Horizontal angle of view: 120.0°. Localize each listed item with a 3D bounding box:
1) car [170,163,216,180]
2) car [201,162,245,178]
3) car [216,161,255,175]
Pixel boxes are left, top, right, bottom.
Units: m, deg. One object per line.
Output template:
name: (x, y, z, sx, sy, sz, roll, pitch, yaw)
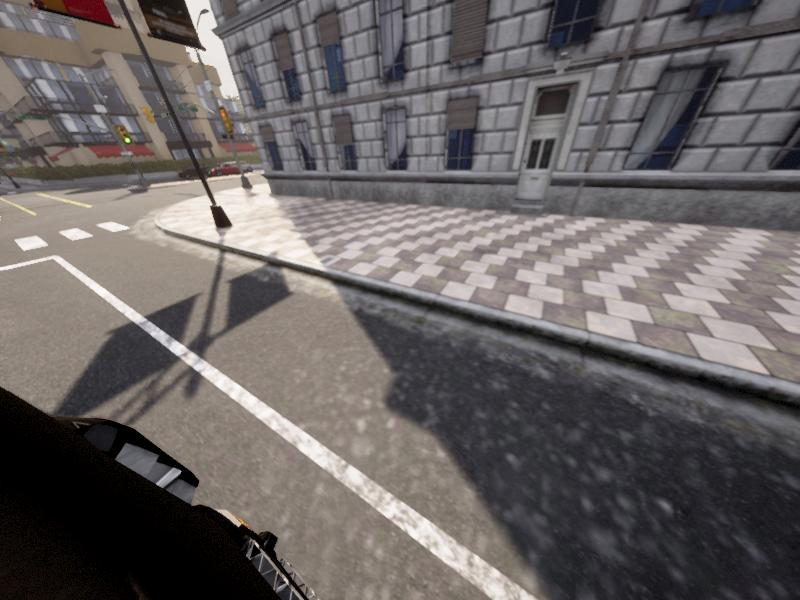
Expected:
car: (-26.599, -16.654, 29.809, 1.789, 1.549, 3.705, 16, 38, 26)
car: (-22.604, -16.725, 29.657, 1.970, 1.475, 3.806, 16, 38, 26)
car: (-23.869, -19.324, 33.673, 1.970, 1.475, 3.806, 16, 38, 26)
